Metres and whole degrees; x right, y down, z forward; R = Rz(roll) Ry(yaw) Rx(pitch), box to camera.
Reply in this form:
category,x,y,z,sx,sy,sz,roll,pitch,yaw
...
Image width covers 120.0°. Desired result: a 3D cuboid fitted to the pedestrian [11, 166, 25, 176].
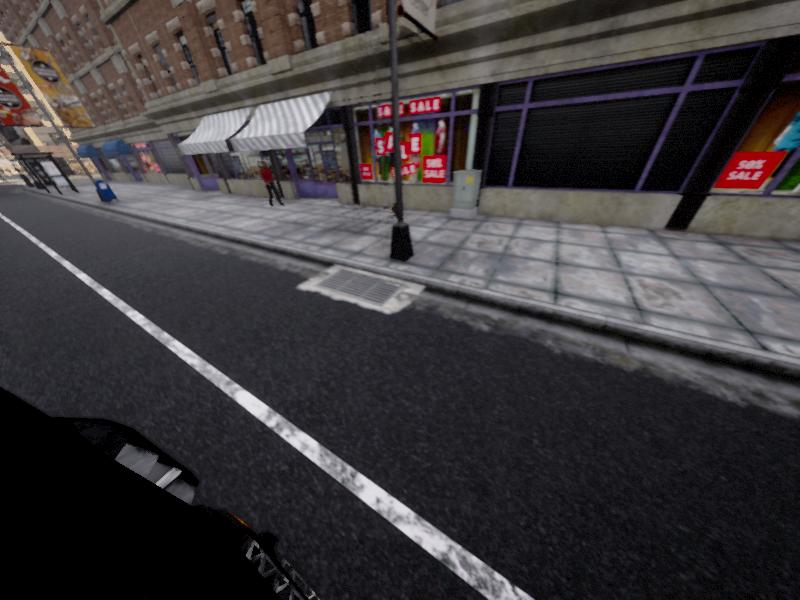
category,x,y,z,sx,sy,sz,roll,pitch,yaw
pedestrian,-88.753,-29.950,53.655,0.751,1.860,0.751,16,38,26

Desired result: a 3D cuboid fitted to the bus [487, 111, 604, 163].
category,x,y,z,sx,sy,sz,roll,pitch,yaw
bus,16.387,-18.846,27.220,10.273,4.253,3.944,16,38,26

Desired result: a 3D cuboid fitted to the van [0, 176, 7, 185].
category,x,y,z,sx,sy,sz,roll,pitch,yaw
van,-58.901,-16.756,31.734,4.480,2.038,2.069,-7,34,-6

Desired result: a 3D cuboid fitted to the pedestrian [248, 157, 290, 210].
category,x,y,z,sx,sy,sz,roll,pitch,yaw
pedestrian,-5.459,-4.892,9.718,0.751,1.860,0.751,17,38,27

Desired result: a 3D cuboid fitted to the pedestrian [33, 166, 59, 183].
category,x,y,z,sx,sy,sz,roll,pitch,yaw
pedestrian,-44.553,-15.825,29.094,0.751,1.860,0.751,8,35,15

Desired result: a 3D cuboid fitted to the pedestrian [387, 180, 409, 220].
category,x,y,z,sx,sy,sz,roll,pitch,yaw
pedestrian,-0.054,-3.242,7.519,0.500,1.100,0.500,16,38,25
